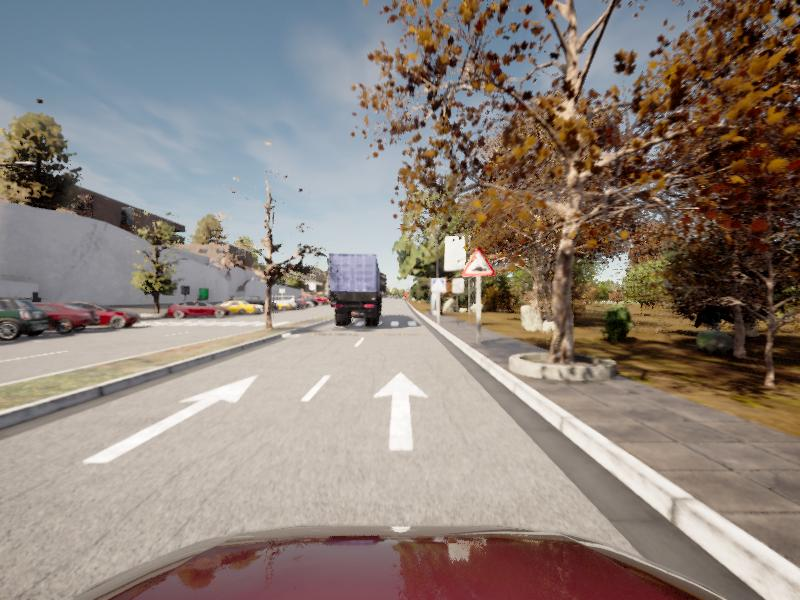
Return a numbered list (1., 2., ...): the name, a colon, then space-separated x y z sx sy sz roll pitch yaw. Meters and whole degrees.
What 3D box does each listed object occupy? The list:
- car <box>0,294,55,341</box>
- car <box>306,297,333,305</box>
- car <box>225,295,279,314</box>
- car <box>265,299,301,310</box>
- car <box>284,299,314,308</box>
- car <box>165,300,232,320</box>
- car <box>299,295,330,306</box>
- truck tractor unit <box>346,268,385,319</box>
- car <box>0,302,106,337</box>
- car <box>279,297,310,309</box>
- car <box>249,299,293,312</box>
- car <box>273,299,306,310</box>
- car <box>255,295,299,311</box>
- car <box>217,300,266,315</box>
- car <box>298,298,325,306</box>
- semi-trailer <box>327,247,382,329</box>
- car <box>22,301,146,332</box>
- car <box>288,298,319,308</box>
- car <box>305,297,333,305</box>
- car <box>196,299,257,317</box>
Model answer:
1. car: -16.827 0.689 15.662 4.553 1.767 2.185 -1 0 -20
2. car: -16.987 0.205 84.615 5.366 1.575 1.946 -1 1 -20
3. car: -16.815 0.498 45.673 5.566 2.045 2.435 -1 0 -20
4. car: -16.856 0.669 57.656 4.792 1.488 2.163 -1 1 -20
5. car: -16.827 0.548 66.680 4.674 1.452 2.002 -1 1 -20
6. car: -16.819 0.814 33.659 4.792 1.488 2.163 -1 0 -20
7. car: -16.796 0.049 78.694 5.566 2.045 2.435 -1 1 -20
8. truck tractor unit: -2.975 -0.576 36.565 3.053 4.208 6.516 0 0 0
9. car: -16.848 0.850 18.634 4.674 1.452 2.002 -1 0 -20
10. car: -16.858 0.431 63.667 4.553 1.767 2.185 -1 1 -20
11. car: -16.662 0.697 51.729 5.366 1.575 1.946 -1 0 -20
12. car: -16.831 0.643 60.681 4.674 1.452 2.002 -1 0 -20
13. car: -16.860 0.423 54.654 5.566 2.045 2.435 -1 1 -20
14. car: -16.843 0.801 42.655 4.674 1.452 2.002 -1 0 -20
15. car: -16.793 0.380 75.695 4.792 1.488 2.163 -1 1 -20
16. semi-trailer: -2.768 -0.660 28.656 2.717 4.402 14.254 0 0 -2
17. car: -16.826 0.834 21.653 4.792 1.488 2.163 -1 0 -20
18. car: -16.816 0.457 69.679 5.008 1.535 2.097 -1 1 -20
19. car: -16.641 0.244 81.749 5.366 1.575 1.946 -1 1 -20
20. car: -17.013 0.772 39.582 5.366 1.575 1.946 -1 0 -20
